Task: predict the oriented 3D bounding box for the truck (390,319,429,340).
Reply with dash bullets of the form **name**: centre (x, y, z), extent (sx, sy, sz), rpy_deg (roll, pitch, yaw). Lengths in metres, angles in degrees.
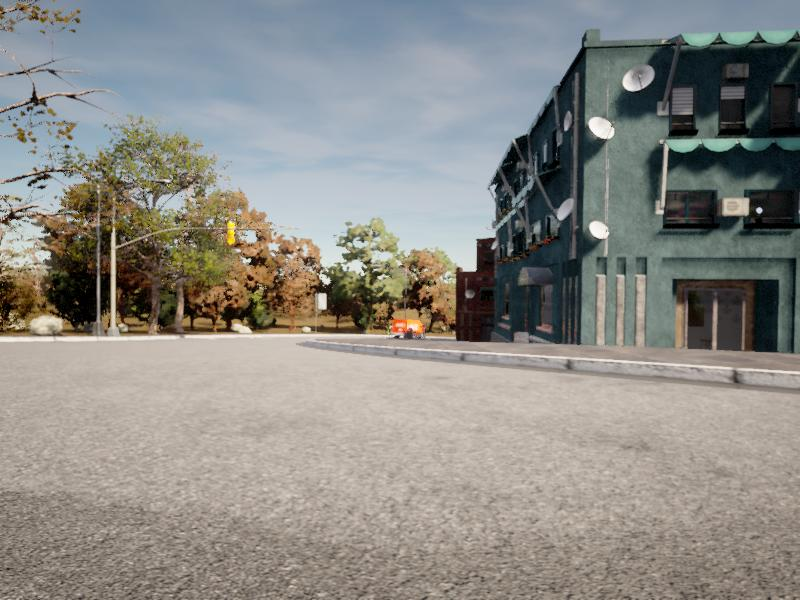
- **truck**: centre (1.299, 3.830, 51.539), extent (2.627, 2.467, 5.204), rpy_deg (1, -5, 30)
